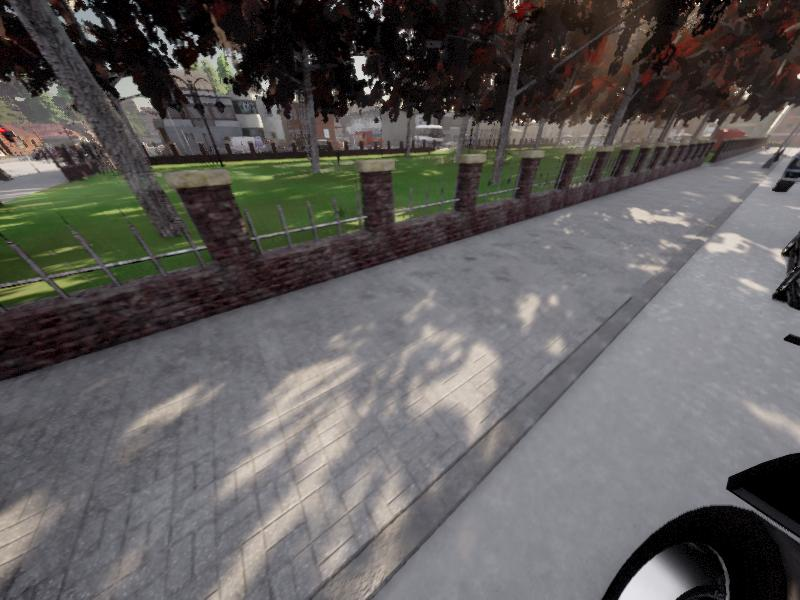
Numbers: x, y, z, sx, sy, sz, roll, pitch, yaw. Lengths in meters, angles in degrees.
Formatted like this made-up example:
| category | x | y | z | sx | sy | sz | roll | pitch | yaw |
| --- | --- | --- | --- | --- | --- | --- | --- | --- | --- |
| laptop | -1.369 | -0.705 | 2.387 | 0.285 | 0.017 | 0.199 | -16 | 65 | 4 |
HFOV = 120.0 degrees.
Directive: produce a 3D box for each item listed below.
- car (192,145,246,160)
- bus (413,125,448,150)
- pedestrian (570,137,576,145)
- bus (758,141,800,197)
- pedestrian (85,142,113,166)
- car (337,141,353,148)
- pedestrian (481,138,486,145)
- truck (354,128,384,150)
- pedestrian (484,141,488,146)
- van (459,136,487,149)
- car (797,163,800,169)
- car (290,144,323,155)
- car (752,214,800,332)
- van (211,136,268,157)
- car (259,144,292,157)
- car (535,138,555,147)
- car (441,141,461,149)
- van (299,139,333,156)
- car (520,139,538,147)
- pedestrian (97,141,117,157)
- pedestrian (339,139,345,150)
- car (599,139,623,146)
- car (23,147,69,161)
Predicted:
| category | x | y | z | sx | sy | sz | roll | pitch | yaw |
| --- | --- | --- | --- | --- | --- | --- | --- | --- | --- |
| car | -23.923 | -19.647 | 30.743 | 5.357 | 1.411 | 2.033 | -21 | 40 | -26 |
| bus | 6.455 | -36.403 | 51.632 | 3.944 | 4.253 | 10.273 | -7 | 37 | -12 |
| pedestrian | 50.343 | -46.269 | 67.205 | 0.751 | 1.860 | 0.751 | -22 | 41 | -27 |
| bus | 21.840 | -7.405 | 10.544 | 10.273 | 4.253 | 3.944 | -21 | 40 | -28 |
| pedestrian | -28.749 | -13.970 | 22.112 | 0.751 | 1.860 | 0.751 | 19 | 40 | 25 |
| car | -15.229 | -43.033 | 63.709 | 2.128 | 1.511 | 4.902 | -22 | 41 | -28 |
| pedestrian | 24.184 | -45.986 | 67.039 | 0.751 | 1.860 | 0.751 | -23 | 41 | -29 |
| truck | -7.181 | -37.382 | 53.627 | 2.891 | 3.827 | 8.468 | -22 | 41 | -28 |
| pedestrian | 24.324 | -44.233 | 65.213 | 0.500 | 1.100 | 0.500 | -9 | 36 | -12 |
| van | 16.834 | -36.455 | 53.323 | 6.366 | 2.431 | 2.351 | -24 | 41 | -30 |
| car | 33.695 | -11.364 | 18.090 | 3.866 | 1.878 | 1.905 | -22 | 41 | -28 |
| car | -15.746 | -25.482 | 39.028 | 4.718 | 1.301 | 1.895 | -20 | 40 | -26 |
| car | 8.141 | -0.743 | 3.682 | 5.357 | 1.411 | 2.033 | -22 | 41 | -28 |
| van | -23.777 | -22.865 | 34.405 | 6.366 | 2.431 | 2.351 | -22 | 41 | -28 |
| car | -18.133 | -21.887 | 33.751 | 3.633 | 1.501 | 1.845 | -23 | 41 | -29 |
| car | 43.108 | -46.955 | 68.701 | 5.566 | 2.045 | 2.150 | -22 | 41 | -28 |
| car | 12.179 | -37.101 | 55.133 | 4.674 | 1.442 | 1.812 | -22 | 41 | -28 |
| van | -13.167 | -24.041 | 36.366 | 4.442 | 1.987 | 1.775 | -24 | 41 | -29 |
| car | 36.223 | -44.083 | 64.830 | 4.605 | 1.855 | 1.932 | -22 | 41 | -28 |
| pedestrian | -41.543 | -21.398 | 32.768 | 0.751 | 1.860 | 0.751 | -16 | 38 | -21 |
| pedestrian | -11.543 | -30.684 | 45.638 | 0.751 | 1.860 | 0.751 | -13 | 37 | -17 |
| car | 61.533 | -46.047 | 67.478 | 2.097 | 1.767 | 4.553 | -22 | 41 | -28 |
| car | -47.177 | -19.624 | 30.928 | 1.994 | 1.385 | 4.181 | -22 | 41 | -28 |
